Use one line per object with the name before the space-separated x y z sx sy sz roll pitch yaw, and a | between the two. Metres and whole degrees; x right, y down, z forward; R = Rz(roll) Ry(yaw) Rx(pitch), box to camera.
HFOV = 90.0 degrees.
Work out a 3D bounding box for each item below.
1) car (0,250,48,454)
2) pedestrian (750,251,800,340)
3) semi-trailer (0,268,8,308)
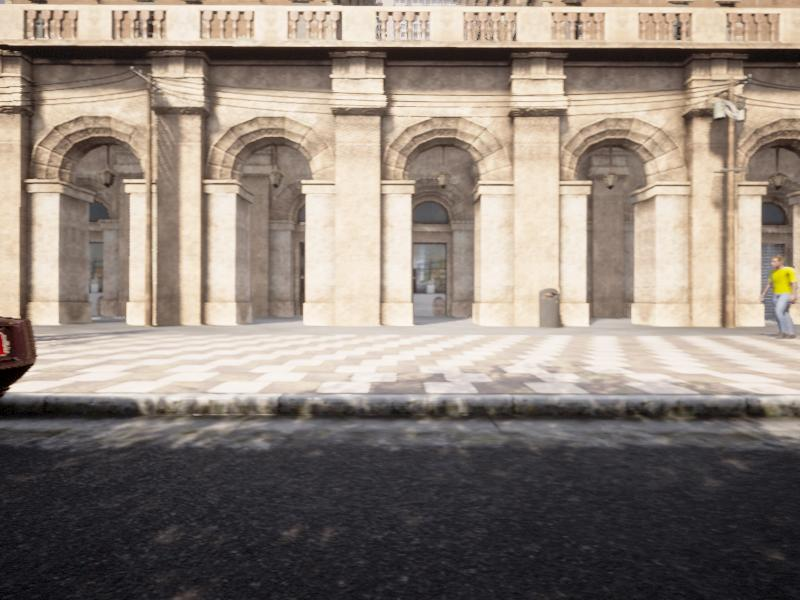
car | -4.911 0.325 1.951 4.718 1.301 1.895 0 0 0
pedestrian | 8.288 -0.092 8.669 0.751 1.860 0.751 0 0 1
semi-trailer | -45.476 -1.344 37.844 2.717 4.402 14.254 0 0 0
